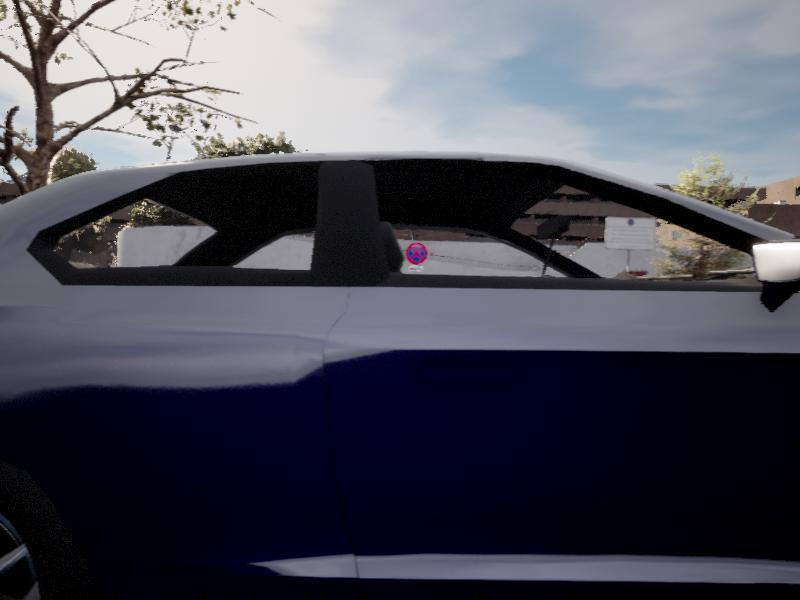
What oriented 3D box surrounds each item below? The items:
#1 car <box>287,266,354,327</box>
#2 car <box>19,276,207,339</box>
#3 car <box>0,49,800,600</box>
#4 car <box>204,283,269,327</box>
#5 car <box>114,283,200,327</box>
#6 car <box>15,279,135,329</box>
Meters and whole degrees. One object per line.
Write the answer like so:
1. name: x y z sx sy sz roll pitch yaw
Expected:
1. car: -3.231 -0.084 15.527 1.878 1.987 4.442 0 -1 -20
2. car: -7.372 0.168 10.567 3.633 1.501 1.845 0 0 0
3. car: 0.392 0.244 1.698 4.193 1.474 1.816 0 0 0
4. car: -6.255 0.185 15.631 2.002 1.452 4.674 0 0 -20
5. car: -9.229 0.187 15.640 2.002 1.452 4.674 0 -1 -20
6. car: -12.143 0.145 15.465 1.946 1.575 5.366 0 -1 -20
